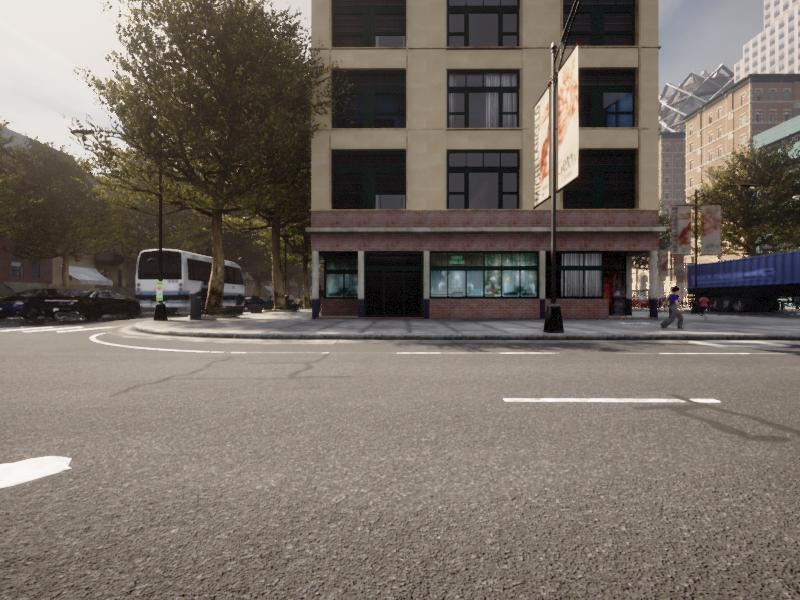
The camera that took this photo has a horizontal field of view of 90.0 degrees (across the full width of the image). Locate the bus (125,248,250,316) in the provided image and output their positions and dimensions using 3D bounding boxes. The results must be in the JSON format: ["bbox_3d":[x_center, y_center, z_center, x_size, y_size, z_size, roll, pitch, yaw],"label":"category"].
[{"bbox_3d":[-15.215,-1.134,30.160,3.944,4.253,10.273,0,0,0],"label":"bus"}]

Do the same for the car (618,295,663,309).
[{"bbox_3d":[26.504,0.251,44.317,2.163,1.488,4.792,0,0,1],"label":"car"}]

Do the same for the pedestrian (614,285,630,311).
[{"bbox_3d":[16.188,-0.115,29.145,0.751,1.860,0.751,0,0,-4],"label":"pedestrian"}]

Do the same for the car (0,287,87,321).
[{"bbox_3d":[-18.687,0.188,20.719,1.851,1.617,3.988,0,0,1],"label":"car"}]

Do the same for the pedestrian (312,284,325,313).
[{"bbox_3d":[-5.248,-0.115,25.780,0.751,1.860,0.751,0,0,-1],"label":"pedestrian"}]

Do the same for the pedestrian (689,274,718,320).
[{"bbox_3d":[12.588,-0.115,16.605,0.751,1.860,0.751,0,0,15],"label":"pedestrian"}]

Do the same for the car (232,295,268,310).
[{"bbox_3d":[-15.012,0.270,40.332,1.812,1.442,4.674,0,0,1],"label":"car"}]

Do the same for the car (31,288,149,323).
[{"bbox_3d":[-15.106,0.236,19.960,2.128,1.511,4.902,0,0,-1],"label":"car"}]

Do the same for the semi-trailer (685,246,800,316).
[{"bbox_3d":[26.864,-1.217,28.954,2.717,4.402,14.254,0,0,2],"label":"semi-trailer"}]

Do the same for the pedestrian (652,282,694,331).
[{"bbox_3d":[7.581,0.165,11.127,0.751,1.300,0.751,0,0,14],"label":"pedestrian"}]
